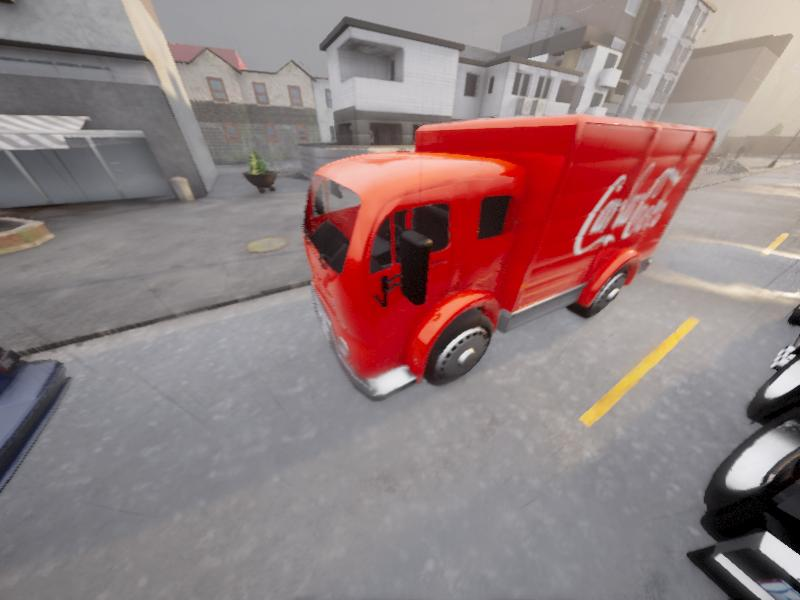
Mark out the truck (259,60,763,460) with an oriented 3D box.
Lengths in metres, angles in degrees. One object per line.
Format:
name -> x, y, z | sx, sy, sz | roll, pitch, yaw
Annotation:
truck -> 1.396, -1.002, 3.310 | 5.204, 2.467, 2.627 | -18, 39, -24

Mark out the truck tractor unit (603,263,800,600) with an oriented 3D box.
truck tractor unit -> 5.110, -0.299, 0.795 | 6.516, 4.208, 3.053 | -18, 39, -24

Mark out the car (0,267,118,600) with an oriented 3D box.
car -> -5.136, 1.562, 0.498 | 5.357, 1.411, 2.033 | -18, 39, -24
